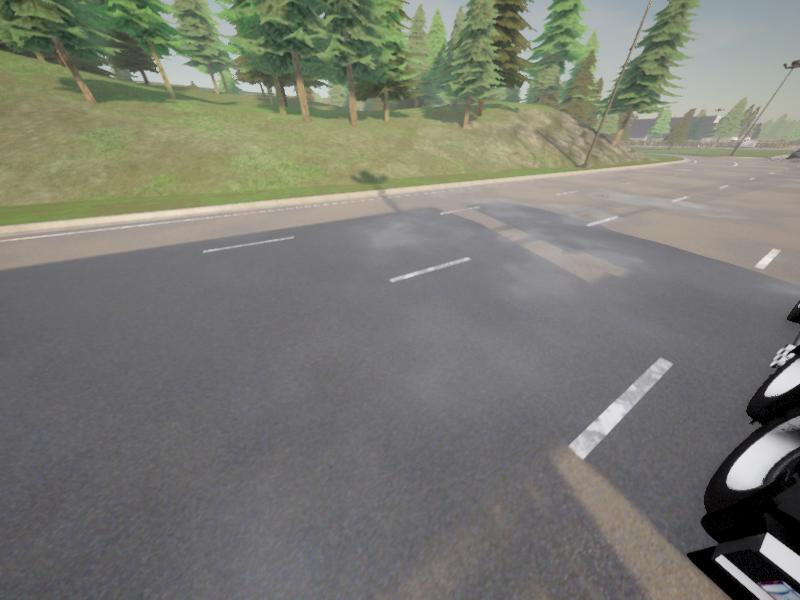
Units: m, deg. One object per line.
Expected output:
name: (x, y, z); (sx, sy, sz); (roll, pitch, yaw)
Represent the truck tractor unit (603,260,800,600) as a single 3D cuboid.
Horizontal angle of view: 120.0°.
truck tractor unit: (5.103, -0.308, 0.792); (6.516, 4.208, 3.053); (-19, 39, -24)
